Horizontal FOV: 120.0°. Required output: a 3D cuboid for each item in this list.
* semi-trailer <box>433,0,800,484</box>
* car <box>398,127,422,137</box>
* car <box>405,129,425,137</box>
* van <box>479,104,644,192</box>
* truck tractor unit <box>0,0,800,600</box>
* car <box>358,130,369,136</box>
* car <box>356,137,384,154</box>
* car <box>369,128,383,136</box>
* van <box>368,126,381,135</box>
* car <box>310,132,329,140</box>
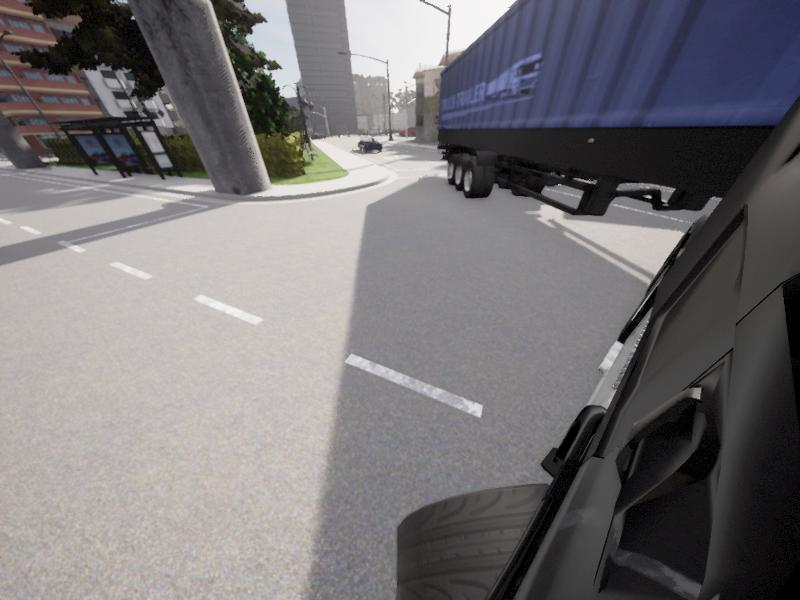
[{"bbox_3d":[3.674,-4.734,6.041,2.717,4.402,14.254,-4,37,-2],"label":"semi-trailer"},{"bbox_3d":[2.510,-43.170,59.322,5.566,2.045,2.150,15,40,21],"label":"car"},{"bbox_3d":[4.001,-44.899,61.998,5.008,1.535,1.882,15,40,21],"label":"car"},{"bbox_3d":[6.426,-7.070,10.618,1.988,2.561,5.915,-12,38,-13],"label":"van"},{"bbox_3d":[2.645,-0.295,0.352,6.516,4.208,3.053,-28,44,-30],"label":"truck tractor unit"},{"bbox_3d":[-12.688,-58.048,80.406,1.816,1.474,4.193,15,40,21],"label":"car"},{"bbox_3d":[-3.324,-16.883,25.176,1.895,1.301,4.718,-13,38,-15],"label":"car"},{"bbox_3d":[-8.397,-58.910,80.898,2.150,2.045,5.566,15,40,21],"label":"car"},{"bbox_3d":[-9.443,-62.575,85.427,1.988,2.561,5.915,15,40,21],"label":"van"},{"bbox_3d":[-21.286,-43.324,61.120,2.163,1.488,4.792,11,39,17],"label":"car"}]
